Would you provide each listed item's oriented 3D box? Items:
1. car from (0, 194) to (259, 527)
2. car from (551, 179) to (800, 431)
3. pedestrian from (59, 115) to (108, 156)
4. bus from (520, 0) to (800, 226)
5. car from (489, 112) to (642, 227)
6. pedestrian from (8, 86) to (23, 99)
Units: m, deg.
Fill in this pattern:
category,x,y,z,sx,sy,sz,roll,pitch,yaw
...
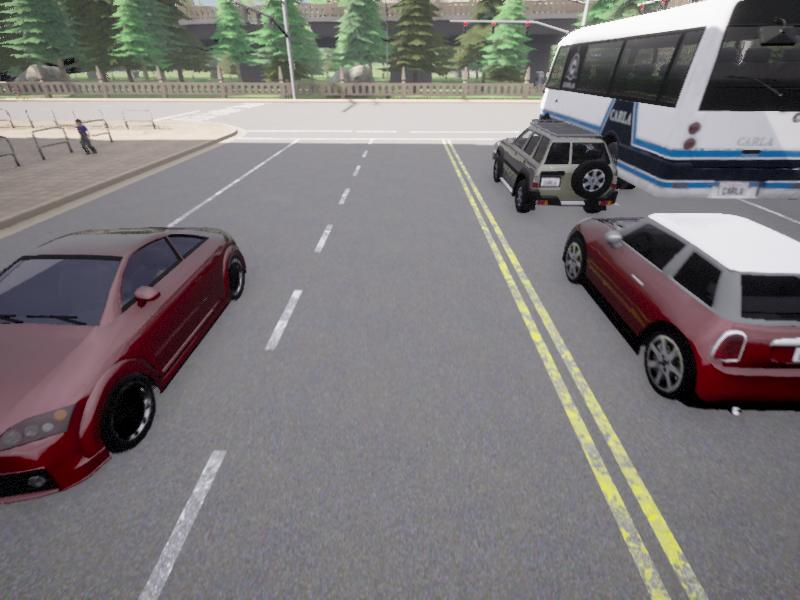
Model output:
category,x,y,z,sx,sy,sz,roll,pitch,yaw
car,-3.371,0.069,4.515,1.994,1.385,4.181,1,30,1
car,3.649,-0.337,5.122,1.970,1.475,3.806,1,30,1
pedestrian,-11.463,-5.982,14.556,0.751,1.300,0.751,1,30,1
bus,7.186,-6.075,12.193,3.944,4.253,10.273,1,30,1
car,3.754,-3.549,10.214,1.932,1.855,4.605,1,30,1
pedestrian,-36.761,-19.854,38.271,0.500,1.100,0.500,2,30,3
